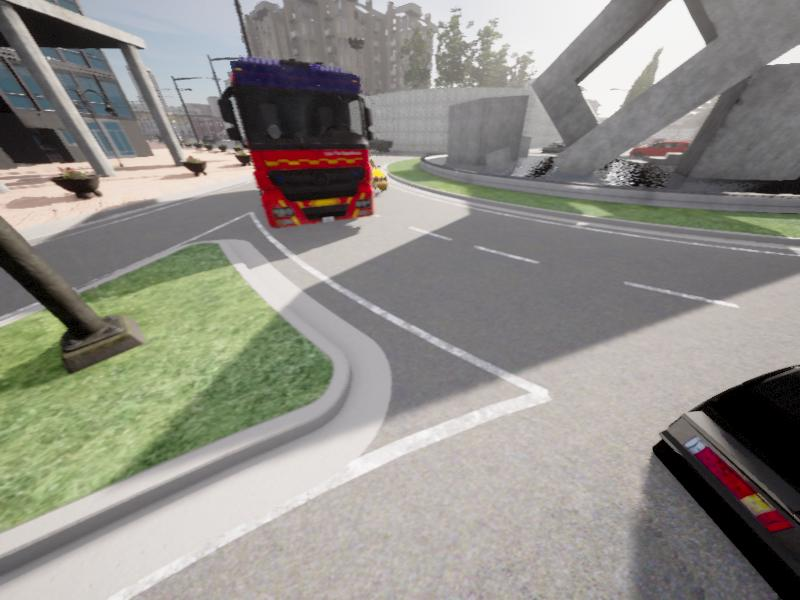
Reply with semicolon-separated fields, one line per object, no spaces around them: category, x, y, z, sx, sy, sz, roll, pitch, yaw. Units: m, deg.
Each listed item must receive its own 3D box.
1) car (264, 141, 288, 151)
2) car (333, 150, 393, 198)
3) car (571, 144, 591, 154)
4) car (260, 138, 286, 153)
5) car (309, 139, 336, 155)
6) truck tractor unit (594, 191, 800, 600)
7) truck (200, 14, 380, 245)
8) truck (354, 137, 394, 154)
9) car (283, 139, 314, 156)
car;-23.125;-28.775;43.077;4.718;1.301;1.895;27;43;32
car;-2.126;-6.849;12.207;1.801;1.575;5.366;-12;37;-17
car;33.555;-28.087;42.881;1.812;1.442;4.674;28;44;33
car;-20.466;-24.902;37.138;3.866;1.878;1.905;28;44;33
car;-11.327;-22.337;33.660;1.905;1.878;3.866;-28;44;-34
truck tractor unit;5.365;0.162;0.137;6.516;4.208;3.053;-3;36;-4
truck;-3.809;-5.516;8.354;2.891;3.827;8.468;-16;39;-22
truck;-4.334;-25.908;38.634;6.274;2.098;2.390;17;38;22
car;-14.005;-21.076;31.847;1.932;1.855;4.605;-28;44;-34
